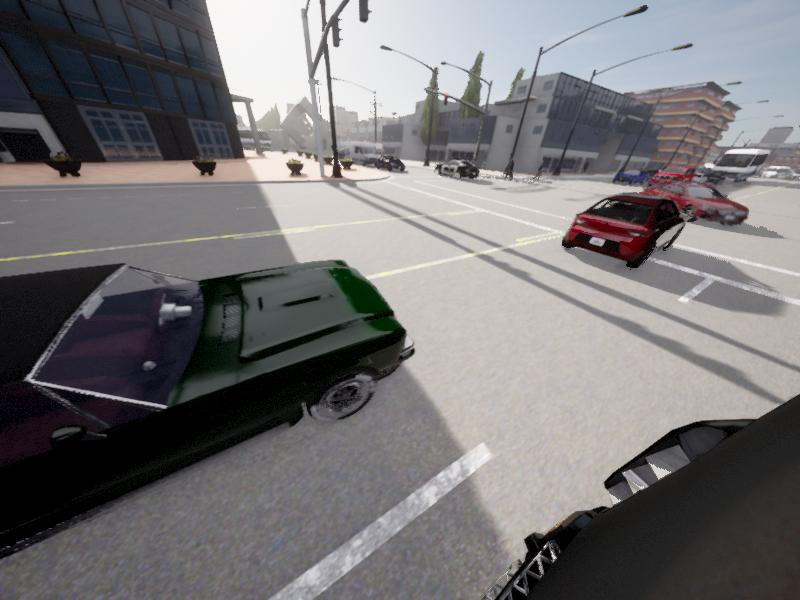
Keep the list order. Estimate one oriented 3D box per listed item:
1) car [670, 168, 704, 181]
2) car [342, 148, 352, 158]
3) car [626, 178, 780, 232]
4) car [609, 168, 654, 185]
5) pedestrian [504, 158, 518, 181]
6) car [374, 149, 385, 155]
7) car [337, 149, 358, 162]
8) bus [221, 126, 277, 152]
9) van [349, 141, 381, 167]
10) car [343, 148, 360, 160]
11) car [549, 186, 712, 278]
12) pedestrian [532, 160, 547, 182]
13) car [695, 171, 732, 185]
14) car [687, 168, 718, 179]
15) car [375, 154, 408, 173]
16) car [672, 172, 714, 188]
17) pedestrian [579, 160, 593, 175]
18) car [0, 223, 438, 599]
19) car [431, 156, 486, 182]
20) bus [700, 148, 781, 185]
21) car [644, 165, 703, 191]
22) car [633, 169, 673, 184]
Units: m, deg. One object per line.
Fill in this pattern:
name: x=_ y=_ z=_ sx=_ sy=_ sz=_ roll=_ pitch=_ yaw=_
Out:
car: x=44.471 y=-19.469 z=35.765 sx=5.008 sy=1.535 sz=1.882 roll=-17 pitch=38 yaw=-26
car: x=-11.452 y=-31.546 z=49.549 sx=1.816 sy=1.474 sz=4.193 roll=-5 pitch=34 yaw=-13
car: x=13.716 y=-4.760 z=11.086 sx=1.812 sy=1.442 sz=4.674 roll=8 pitch=33 yaw=8
car: x=27.046 y=-14.428 z=26.947 sx=5.008 sy=1.535 sz=1.882 roll=-16 pitch=38 yaw=-26
pedestrian: x=10.766 y=-12.677 z=22.459 sx=0.751 sy=1.860 sz=0.751 roll=14 pitch=35 yaw=16
car: x=-7.077 y=-50.177 z=78.335 sx=2.038 sy=1.542 sz=4.974 roll=-12 pitch=36 yaw=-23
car: x=-8.100 y=-22.109 z=35.400 sx=1.845 sy=1.501 sz=3.633 roll=-16 pitch=38 yaw=-27
bus: x=-34.737 y=-37.171 z=53.354 sx=10.273 sy=4.253 sz=3.944 roll=11 pitch=34 yaw=12
van: x=-4.692 y=-19.219 z=30.390 sx=1.988 sy=2.561 sz=5.915 roll=-15 pitch=37 yaw=-26
car: x=-9.268 y=-27.791 z=43.869 sx=1.930 sy=1.638 sz=5.238 roll=-12 pitch=36 yaw=-22
car: x=6.385 y=-2.126 z=6.392 sx=4.193 sy=1.474 sz=1.816 roll=-19 pitch=39 yaw=-30
pedestrian: x=13.879 y=-12.852 z=23.025 sx=0.751 sy=1.860 sz=0.751 roll=16 pitch=35 yaw=19
car: x=42.996 y=-16.742 z=31.684 sx=4.193 sy=1.474 sz=1.816 roll=-16 pitch=38 yaw=-26
car: x=51.467 y=-21.549 z=39.286 sx=4.674 sy=1.442 sz=1.812 roll=-16 pitch=38 yaw=-25
car: x=-1.013 y=-15.055 z=25.354 sx=1.816 sy=1.474 sz=4.193 roll=-15 pitch=38 yaw=-26
car: x=35.129 y=-14.434 z=27.723 sx=4.674 sy=1.442 sz=1.812 roll=-16 pitch=38 yaw=-26
pedestrian: x=27.277 y=-19.391 z=33.915 sx=0.751 sy=1.860 sz=0.751 roll=-19 pitch=39 yaw=-31
car: x=-2.237 y=0.531 z=1.821 sx=4.718 sy=1.301 sz=1.895 roll=-16 pitch=38 yaw=-26
car: x=5.287 y=-12.532 z=21.963 sx=1.930 sy=1.638 sz=5.238 roll=-14 pitch=37 yaw=-25
bus: x=51.618 y=-20.402 z=35.069 sx=10.273 sy=4.253 sz=3.944 roll=-18 pitch=39 yaw=-25
car: x=28.840 y=-12.910 z=24.329 sx=5.566 sy=2.045 sz=2.150 roll=-16 pitch=38 yaw=-26
car: x=32.647 y=-15.980 z=29.824 sx=4.892 sy=1.490 sz=1.837 roll=-16 pitch=38 yaw=-26
